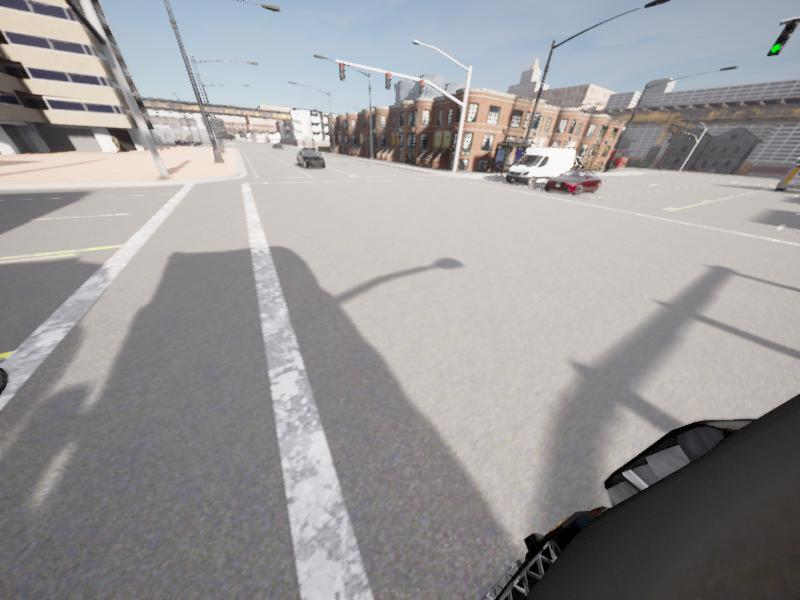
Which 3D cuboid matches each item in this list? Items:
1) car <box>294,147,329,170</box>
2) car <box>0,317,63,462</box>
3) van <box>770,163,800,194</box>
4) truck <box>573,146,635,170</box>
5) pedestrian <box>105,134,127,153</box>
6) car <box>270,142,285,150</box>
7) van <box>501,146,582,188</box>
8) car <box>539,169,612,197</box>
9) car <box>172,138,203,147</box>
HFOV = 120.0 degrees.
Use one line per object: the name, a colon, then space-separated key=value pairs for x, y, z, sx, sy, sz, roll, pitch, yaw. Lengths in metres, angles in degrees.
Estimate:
car: x=-8.801 y=-13.999 z=22.764 sx=1.930 sy=1.638 sz=5.238 roll=-16 pitch=38 yaw=-26
car: x=-4.832 y=1.074 z=0.504 sx=3.988 sy=1.617 sz=1.851 roll=-17 pitch=39 yaw=-27
van: x=40.575 y=-12.138 z=23.090 sx=6.366 sy=2.431 sz=2.351 roll=-16 pitch=38 yaw=-26
truck: x=42.290 y=-29.764 z=48.390 sx=2.891 sy=3.827 sz=8.468 roll=-16 pitch=38 yaw=-26
pedestrian: x=-33.400 y=-18.402 z=27.203 sx=0.751 sy=1.860 sz=0.751 roll=-6 pitch=35 yaw=-13
car: x=-32.744 y=-41.106 z=61.732 sx=2.128 sy=1.511 sz=4.902 roll=-23 pitch=41 yaw=-33
van: x=11.237 y=-10.612 z=18.427 sx=5.915 sy=2.561 sz=1.988 roll=-15 pitch=38 yaw=-25
car: x=11.769 y=-7.937 z=15.516 sx=4.181 sy=1.385 sz=1.994 roll=-17 pitch=38 yaw=-27
car: x=-52.501 y=-39.122 z=57.264 sx=5.238 sy=1.638 sz=1.930 roll=-18 pitch=39 yaw=-27
